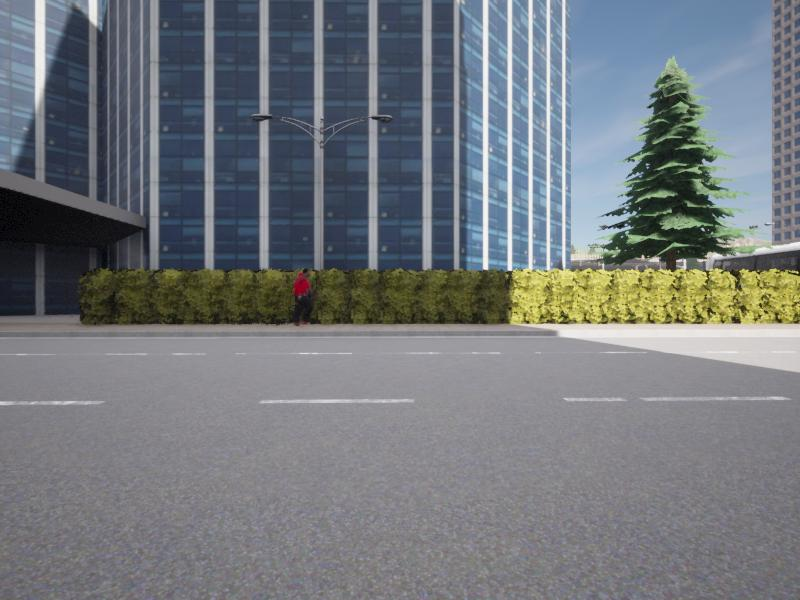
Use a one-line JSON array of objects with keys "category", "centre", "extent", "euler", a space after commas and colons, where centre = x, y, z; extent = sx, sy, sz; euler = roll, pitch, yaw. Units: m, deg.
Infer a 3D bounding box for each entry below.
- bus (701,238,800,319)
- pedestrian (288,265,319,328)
[{"category": "bus", "centre": [23.015, -1.135, 22.728], "extent": [3.944, 4.253, 10.273], "euler": [0, 0, -1]}, {"category": "pedestrian", "centre": [-2.917, -0.115, 12.175], "extent": [0.751, 1.860, 0.751], "euler": [0, 0, 2]}]
